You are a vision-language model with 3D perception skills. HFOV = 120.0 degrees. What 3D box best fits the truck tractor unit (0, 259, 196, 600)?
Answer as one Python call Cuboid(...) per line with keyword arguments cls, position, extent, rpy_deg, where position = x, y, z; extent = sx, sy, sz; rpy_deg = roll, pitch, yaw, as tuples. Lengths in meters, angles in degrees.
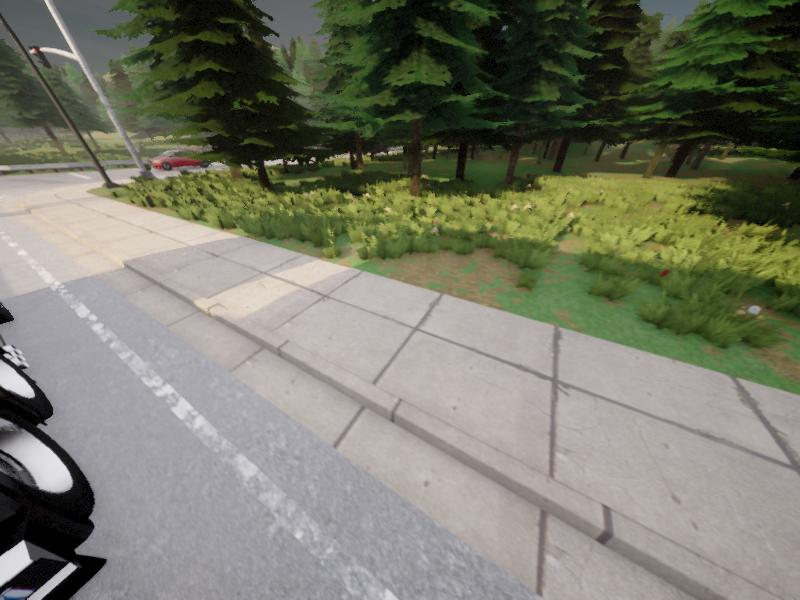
Cuboid(cls="truck tractor unit", position=(-5.106, -0.305, 0.793), extent=(6.516, 4.208, 3.053), rpy_deg=(19, 39, 25))
